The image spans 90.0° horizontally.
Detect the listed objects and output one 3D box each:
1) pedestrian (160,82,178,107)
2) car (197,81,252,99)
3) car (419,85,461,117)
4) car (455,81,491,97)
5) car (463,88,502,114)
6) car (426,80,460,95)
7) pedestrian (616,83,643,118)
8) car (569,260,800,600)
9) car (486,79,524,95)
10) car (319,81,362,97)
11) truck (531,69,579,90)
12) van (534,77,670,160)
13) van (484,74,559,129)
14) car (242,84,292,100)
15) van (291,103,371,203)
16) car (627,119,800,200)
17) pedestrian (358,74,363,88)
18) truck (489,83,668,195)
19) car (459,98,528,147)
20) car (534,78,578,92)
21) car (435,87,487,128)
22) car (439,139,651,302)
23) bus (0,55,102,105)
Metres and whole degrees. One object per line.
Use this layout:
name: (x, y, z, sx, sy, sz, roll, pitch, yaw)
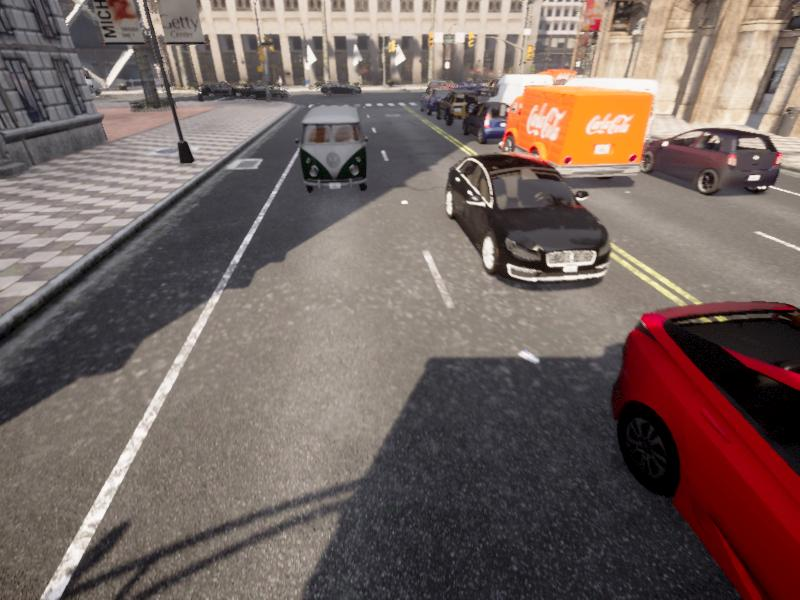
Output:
pedestrian: (-19.766, -17.578, 34.187, 0.751, 1.860, 0.751, -8, 31, -13)
car: (-20.189, -24.309, 46.278, 5.238, 1.638, 1.930, -4, 31, -7)
car: (2.803, -14.674, 29.312, 2.097, 1.767, 4.553, -4, 30, -5)
car: (8.377, -24.329, 46.014, 3.633, 1.501, 1.845, -3, 30, -5)
car: (6.187, -15.214, 30.449, 1.845, 1.501, 3.633, -3, 30, -5)
car: (5.186, -25.879, 48.776, 3.806, 1.475, 1.970, -4, 30, -5)
pedestrian: (14.245, -12.417, 24.871, 0.751, 1.860, 0.751, -11, 32, -17)
car: (3.016, 1.490, 1.913, 2.007, 1.525, 4.514, -4, 30, -6)
car: (12.988, -26.394, 49.477, 3.988, 1.617, 1.851, -4, 30, -5)
car: (-7.027, -25.132, 47.629, 4.902, 1.511, 2.128, -4, 30, -5)
truck: (21.649, -30.890, 56.123, 5.204, 2.467, 2.627, -4, 30, -5)
van: (7.975, -7.865, 16.848, 1.988, 2.561, 5.915, -4, 30, -5)
van: (7.025, -12.064, 24.049, 1.988, 2.561, 5.915, -4, 31, -5)
car: (-14.310, -22.487, 43.272, 4.674, 1.442, 1.812, 3, 30, 5)
van: (-1.912, -4.521, 11.814, 1.775, 1.987, 4.442, -4, 31, -5)
car: (8.720, -4.183, 11.536, 1.845, 1.501, 3.633, -4, 30, -6)
pedestrian: (-6.045, -33.427, 61.113, 0.751, 1.860, 0.751, -3, 30, -5)
truck: (5.017, -5.310, 12.586, 2.627, 2.467, 5.204, -4, 30, -5)
car: (4.229, -8.427, 18.787, 1.851, 1.617, 3.988, -4, 30, -5)
car: (20.686, -28.626, 53.243, 4.792, 1.488, 2.163, -4, 30, -5)
car: (3.516, -11.683, 24.100, 1.932, 1.855, 4.605, -4, 30, -5)
car: (2.184, -1.906, 7.766, 1.837, 1.490, 4.892, -4, 31, -6)
bus: (-38.148, -22.997, 41.693, 10.273, 4.253, 3.944, -14, 33, -22)
